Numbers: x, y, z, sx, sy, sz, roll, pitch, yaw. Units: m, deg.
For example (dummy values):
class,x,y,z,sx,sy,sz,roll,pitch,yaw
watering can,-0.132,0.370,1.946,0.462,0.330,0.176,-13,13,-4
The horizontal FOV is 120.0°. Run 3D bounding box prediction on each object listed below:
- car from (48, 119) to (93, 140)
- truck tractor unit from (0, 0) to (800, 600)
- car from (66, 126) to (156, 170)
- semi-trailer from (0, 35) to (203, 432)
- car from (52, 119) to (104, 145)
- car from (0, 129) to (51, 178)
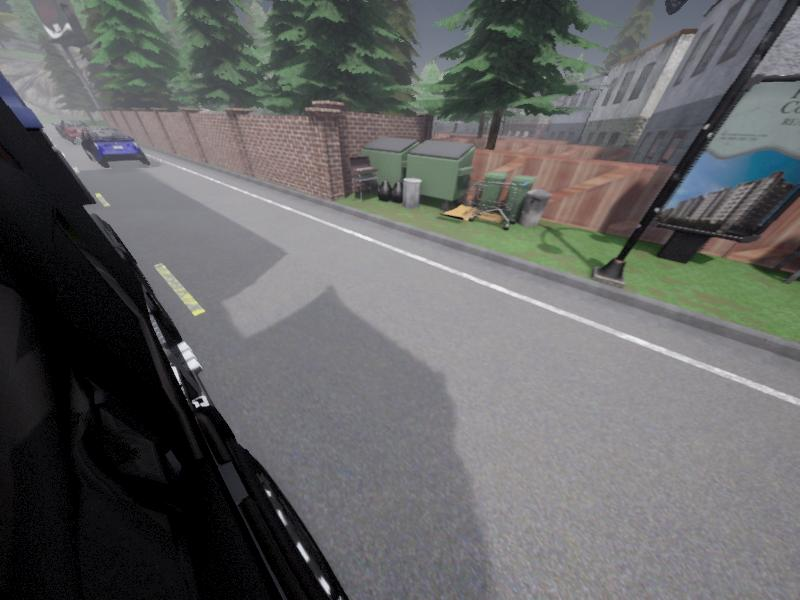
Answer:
class,x,y,z,sx,sy,sz,roll,pitch,yaw
car,-32.368,-16.809,22.687,4.674,1.442,1.812,27,43,29
truck tractor unit,-2.645,-0.295,0.352,6.516,4.208,3.053,28,44,30
car,-15.213,-8.107,12.168,4.514,1.525,2.007,27,43,29
semi-trailer,-8.766,-3.567,4.147,14.254,4.402,2.717,27,43,29
car,-26.922,-14.084,19.322,3.705,1.549,1.789,27,43,29
car,-16.981,-6.245,9.710,4.181,1.385,1.994,27,43,29
